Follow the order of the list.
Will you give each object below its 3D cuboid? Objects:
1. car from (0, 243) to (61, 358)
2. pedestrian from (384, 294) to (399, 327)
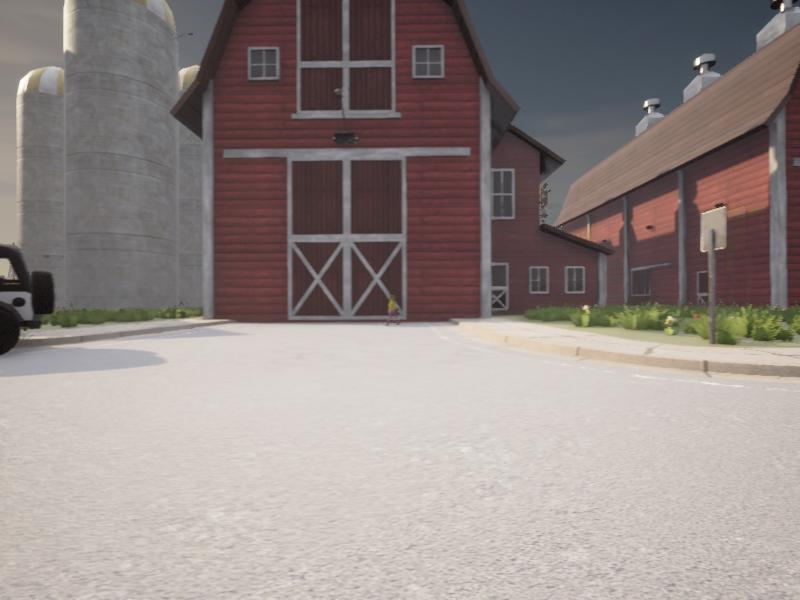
[{"bbox_3d":[-8.020,-0.030,6.384,3.866,1.878,1.905,-2,7,-42],"label":"car"},{"bbox_3d":[-0.303,0.350,13.825,0.500,1.100,0.500,0,0,-1],"label":"pedestrian"}]
